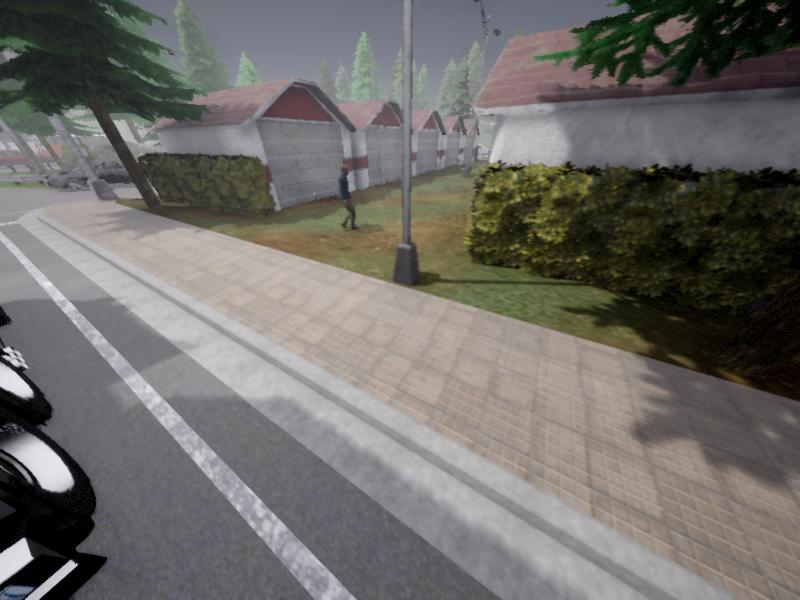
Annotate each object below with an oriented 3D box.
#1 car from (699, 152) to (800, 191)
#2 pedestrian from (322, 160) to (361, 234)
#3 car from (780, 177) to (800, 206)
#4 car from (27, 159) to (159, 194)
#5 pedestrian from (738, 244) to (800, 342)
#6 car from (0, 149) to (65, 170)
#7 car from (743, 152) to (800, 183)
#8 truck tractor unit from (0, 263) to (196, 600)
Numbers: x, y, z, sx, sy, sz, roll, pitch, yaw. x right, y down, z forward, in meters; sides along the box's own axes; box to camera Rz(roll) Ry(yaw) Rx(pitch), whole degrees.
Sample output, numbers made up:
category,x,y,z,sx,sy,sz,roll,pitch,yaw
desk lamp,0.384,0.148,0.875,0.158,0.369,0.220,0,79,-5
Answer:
category,x,y,z,sx,sy,sz,roll,pitch,yaw
car,21.948,-8.248,14.522,2.152,1.651,5.027,18,38,25
pedestrian,-1.630,-2.967,6.728,0.751,1.860,0.751,-3,35,-4
car,17.749,-3.982,8.619,1.994,1.385,4.181,18,39,25
car,-20.411,-8.517,15.727,2.128,1.511,4.902,17,38,24
pedestrian,5.535,-0.381,2.777,0.751,1.860,0.751,22,41,30
car,-49.239,-18.487,30.236,2.150,2.045,5.566,18,39,25
car,26.967,-9.172,15.853,1.882,1.535,5.008,18,39,25
truck tractor unit,-5.118,-0.294,0.796,6.516,4.208,3.053,18,39,25
